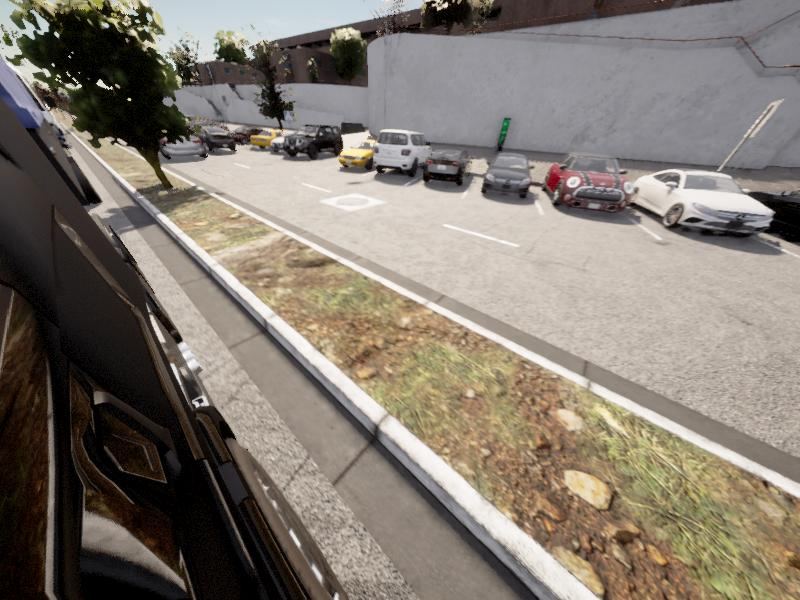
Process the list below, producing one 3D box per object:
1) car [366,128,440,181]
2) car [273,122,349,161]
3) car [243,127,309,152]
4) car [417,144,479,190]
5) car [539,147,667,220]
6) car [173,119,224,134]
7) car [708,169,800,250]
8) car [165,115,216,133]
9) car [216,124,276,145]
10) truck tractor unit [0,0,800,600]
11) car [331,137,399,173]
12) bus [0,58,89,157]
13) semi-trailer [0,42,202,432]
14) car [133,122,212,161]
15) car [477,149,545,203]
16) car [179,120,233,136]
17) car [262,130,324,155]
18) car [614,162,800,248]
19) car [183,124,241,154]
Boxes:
[{"bbox_3d":[0.401,-8.625,13.491,2.435,2.045,5.566,14,38,14],"label":"car"},{"bbox_3d":[-6.496,-12.323,17.897,2.435,2.045,5.566,15,38,14],"label":"car"},{"bbox_3d":[-11.037,-14.755,21.165,1.946,1.575,5.366,15,38,14],"label":"car"},{"bbox_3d":[2.680,-7.165,12.169,2.163,1.488,4.792,14,38,15],"label":"car"},{"bbox_3d":[7.287,-4.826,9.088,2.185,1.767,4.553,14,38,14],"label":"car"},{"bbox_3d":[-27.156,-23.433,31.349,2.002,1.452,4.674,15,38,14],"label":"car"},{"bbox_3d":[11.853,-2.257,6.139,2.097,1.535,5.008,14,37,15],"label":"car"},{"bbox_3d":[-29.434,-24.802,32.691,2.185,1.767,4.553,15,38,14],"label":"car"},{"bbox_3d":[-15.691,-17.128,23.964,2.163,1.488,4.792,15,38,14],"label":"car"},{"bbox_3d":[-2.645,-0.295,0.351,6.516,4.208,3.053,28,44,30],"label":"truck tractor unit"},{"bbox_3d":[-1.976,-9.550,14.962,1.946,1.575,5.366,15,38,14],"label":"car"},{"bbox_3d":[-25.065,-12.546,14.873,10.273,4.253,3.944,32,45,29],"label":"bus"},{"bbox_3d":[-8.697,-3.616,4.213,14.254,4.402,2.717,28,44,30],"label":"semi-trailer"},{"bbox_3d":[-14.557,-10.222,14.804,4.611,1.667,2.242,29,44,29],"label":"car"},{"bbox_3d":[4.977,-5.902,10.659,2.002,1.452,4.674,15,38,14],"label":"car"},{"bbox_3d":[-24.863,-22.166,29.850,2.163,1.488,4.792,15,38,14],"label":"car"},{"bbox_3d":[-8.799,-13.365,19.574,2.002,1.452,4.674,15,38,14],"label":"car"},{"bbox_3d":[9.564,-3.452,7.667,2.002,1.452,4.674,14,38,14],"label":"car"},{"bbox_3d":[-14.751,-12.649,18.099,4.892,1.490,1.837,29,44,29],"label":"car"}]
